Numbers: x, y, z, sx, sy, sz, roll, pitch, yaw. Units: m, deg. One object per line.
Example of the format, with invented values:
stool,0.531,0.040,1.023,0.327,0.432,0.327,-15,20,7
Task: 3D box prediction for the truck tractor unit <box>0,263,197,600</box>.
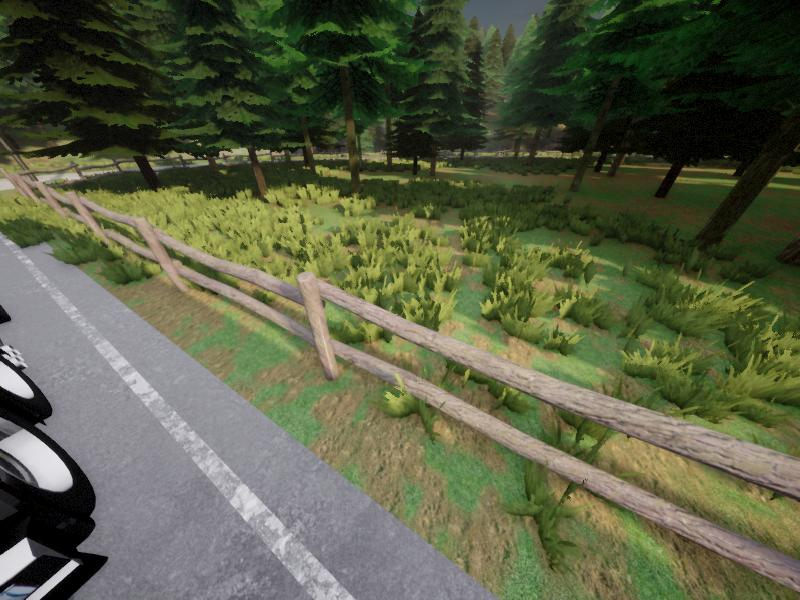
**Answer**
truck tractor unit,-5.109,-0.303,0.782,6.516,4.208,3.053,18,39,24
